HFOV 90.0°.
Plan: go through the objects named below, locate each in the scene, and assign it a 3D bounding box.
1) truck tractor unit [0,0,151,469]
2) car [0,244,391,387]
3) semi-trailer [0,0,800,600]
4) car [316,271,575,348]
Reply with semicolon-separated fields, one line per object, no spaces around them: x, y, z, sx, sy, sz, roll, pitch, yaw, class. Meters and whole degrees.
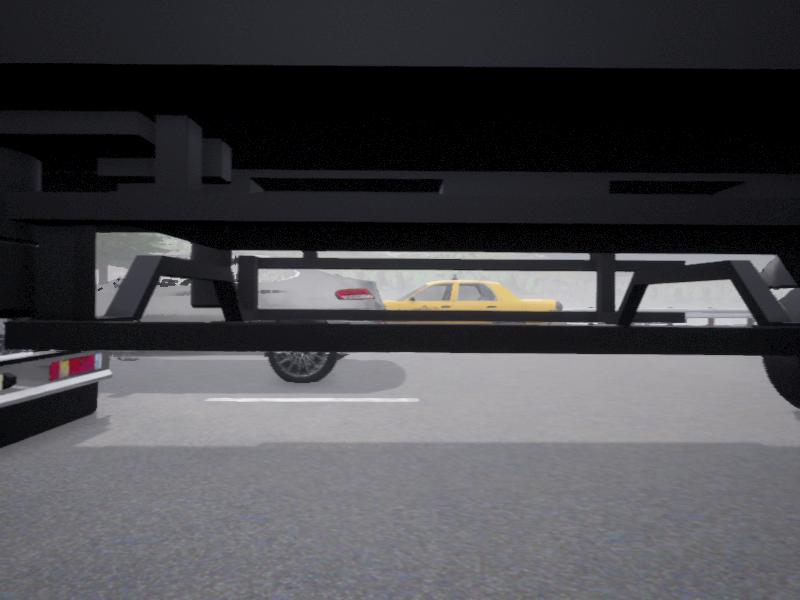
-5.583;-1.131;2.200;6.516;4.208;3.053;0;0;0;truck tractor unit
-2.674;0.176;5.701;5.027;1.651;2.152;0;0;0;car
2.334;-1.215;2.207;14.254;4.402;2.717;0;0;0;semi-trailer
0.943;0.204;9.201;5.366;1.575;1.801;0;0;0;car
